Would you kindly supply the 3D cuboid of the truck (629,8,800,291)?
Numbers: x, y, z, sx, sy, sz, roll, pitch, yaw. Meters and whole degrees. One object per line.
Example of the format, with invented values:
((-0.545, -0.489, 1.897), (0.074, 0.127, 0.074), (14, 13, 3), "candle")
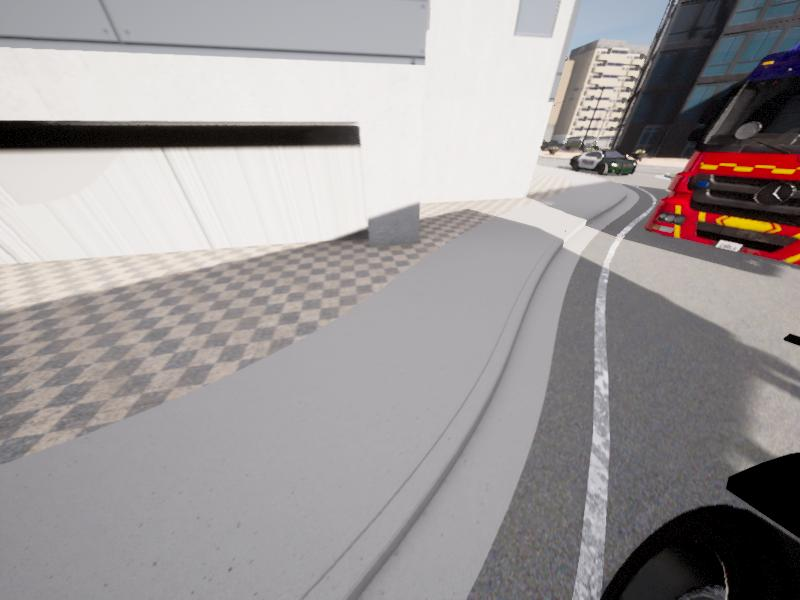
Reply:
((10.263, -3.463, 5.435), (8.468, 3.827, 2.891), (-18, 38, -23), "truck")

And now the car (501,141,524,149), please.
((30.454, -41.972, 62.533), (5.366, 1.575, 1.801), (-6, 35, -10), "car")

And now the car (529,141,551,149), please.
((38.700, -42.902, 63.914), (4.856, 1.649, 2.033), (-6, 35, -10), "car")

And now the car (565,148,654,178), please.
((15.121, -10.320, 17.178), (2.038, 1.542, 4.974), (-1, 35, 0), "car")

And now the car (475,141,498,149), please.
((22.940, -41.162, 61.262), (5.238, 1.638, 1.930), (-6, 35, -9), "car")

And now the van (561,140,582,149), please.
((48.666, -44.129, 65.510), (4.442, 1.987, 1.775), (-6, 35, -10), "van")

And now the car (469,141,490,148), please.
((21.988, -43.094, 64.025), (5.238, 1.638, 1.930), (-7, 36, -10), "car")
